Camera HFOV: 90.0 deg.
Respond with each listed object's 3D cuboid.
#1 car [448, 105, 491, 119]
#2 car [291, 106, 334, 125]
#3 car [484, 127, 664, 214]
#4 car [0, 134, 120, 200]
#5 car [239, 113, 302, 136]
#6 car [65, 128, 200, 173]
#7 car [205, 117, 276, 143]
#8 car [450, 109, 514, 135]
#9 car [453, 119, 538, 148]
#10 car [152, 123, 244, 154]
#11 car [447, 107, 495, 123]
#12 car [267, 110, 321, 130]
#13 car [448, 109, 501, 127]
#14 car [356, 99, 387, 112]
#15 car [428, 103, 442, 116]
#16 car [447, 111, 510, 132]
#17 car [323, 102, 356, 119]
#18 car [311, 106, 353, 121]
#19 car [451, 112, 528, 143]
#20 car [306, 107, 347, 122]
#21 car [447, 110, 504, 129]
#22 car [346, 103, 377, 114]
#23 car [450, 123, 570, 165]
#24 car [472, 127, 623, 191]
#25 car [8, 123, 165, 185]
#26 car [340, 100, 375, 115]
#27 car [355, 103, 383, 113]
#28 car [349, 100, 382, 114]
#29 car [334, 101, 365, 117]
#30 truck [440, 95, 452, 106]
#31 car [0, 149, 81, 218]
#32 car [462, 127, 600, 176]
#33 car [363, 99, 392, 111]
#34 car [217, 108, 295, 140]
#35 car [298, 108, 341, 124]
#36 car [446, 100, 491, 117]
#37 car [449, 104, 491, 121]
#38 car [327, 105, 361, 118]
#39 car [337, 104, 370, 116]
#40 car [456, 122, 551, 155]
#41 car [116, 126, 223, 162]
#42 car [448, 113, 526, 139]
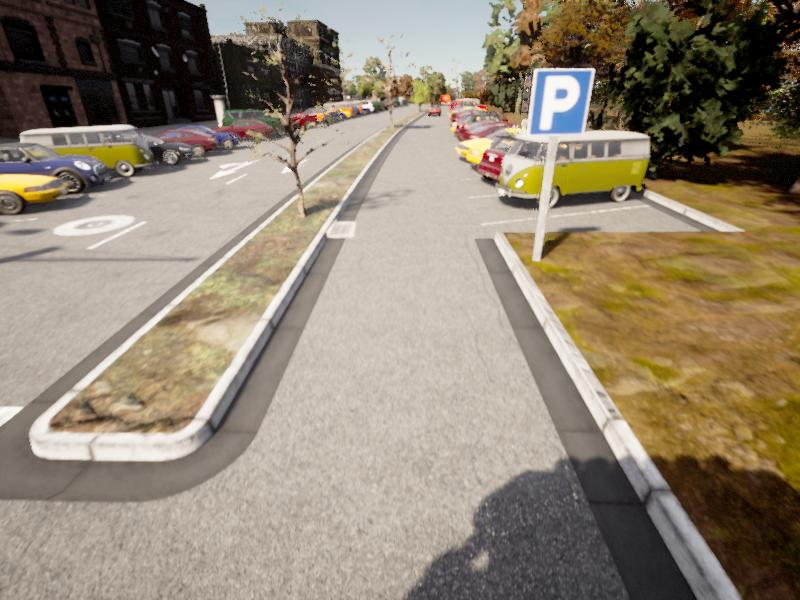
[{"bbox_3d":[8.872,-24.154,51.439,4.892,1.521,2.231,-6,28,-11],"label":"car"},{"bbox_3d":[-10.163,-21.317,46.237,4.553,1.767,2.185,-8,28,-12],"label":"car"},{"bbox_3d":[5.068,-3.976,11.995,4.442,1.987,1.878,-8,29,-15],"label":"car"},{"bbox_3d":[-13.091,-4.715,14.137,4.553,1.767,2.185,-10,28,-15],"label":"car"},{"bbox_3d":[-11.436,-15.681,35.622,5.008,1.535,2.097,-8,28,-13],"label":"car"},{"bbox_3d":[-12.765,-7.376,19.563,4.892,1.521,2.231,-9,28,-14],"label":"car"},{"bbox_3d":[-11.940,-12.877,30.287,4.674,1.452,2.002,-9,28,-13],"label":"car"},{"bbox_3d":[6.698,-14.774,33.072,4.553,1.767,2.185,-7,28,-13],"label":"car"},{"bbox_3d":[5.973,-10.552,25.281,4.674,1.452,2.002,-7,28,-14],"label":"car"},{"bbox_3d":[-12.388,-10.111,24.939,4.674,1.452,2.002,-9,28,-14],"label":"car"},{"bbox_3d":[8.158,-21.443,46.210,5.008,1.535,2.097,-6,28,-12],"label":"car"},{"bbox_3d":[-10.838,-18.442,40.958,5.008,1.535,2.097,-8,28,-12],"label":"car"},{"bbox_3d":[7.547,-18.710,41.004,4.792,1.488,2.163,-7,28,-12],"label":"car"},{"bbox_3d":[-5.489,-37.920,77.994,5.566,2.045,2.435,-7,27,-10],"label":"car"},{"bbox_3d":[5.303,-28.678,60.230,1.851,1.617,3.988,3,28,7],"label":"car"},{"bbox_3d":[6.925,-16.019,35.746,5.008,1.535,2.097,-7,28,-13],"label":"car"},{"bbox_3d":[-8.593,-26.930,56.850,4.442,1.987,1.878,-7,27,-10],"label":"car"},{"bbox_3d":[-9.267,-25.315,54.235,5.366,1.575,1.946,-7,28,-11],"label":"car"},{"bbox_3d":[6.158,-12.055,27.821,4.553,1.767,2.185,-7,28,-14],"label":"car"},{"bbox_3d":[-9.475,-23.963,51.622,5.008,1.535,2.097,-8,27,-11],"label":"car"},{"bbox_3d":[7.185,-17.342,38.365,4.792,1.488,2.163,-7,28,-12],"label":"car"},{"bbox_3d":[-6.712,-33.577,70.167,5.008,1.535,2.097,-7,27,-10],"label":"car"},{"bbox_3d":[5.431,-7.846,19.960,5.366,1.575,1.946,-8,29,-15],"label":"car"},{"bbox_3d":[5.270,-5.259,14.694,4.553,1.767,2.185,-8,28,-15],"label":"car"},{"bbox_3d":[-12.813,-6.213,16.811,4.442,1.987,1.878,-10,28,-15],"label":"car"},{"bbox_3d":[-7.142,-32.424,67.398,5.566,2.045,2.435,-7,28,-10],"label":"car"},{"bbox_3d":[-5.879,-36.298,75.475,4.792,1.488,2.163,-7,27,-10],"label":"car"},{"bbox_3d":[-6.342,-35.165,72.685,5.566,2.045,2.435,-7,28,-10],"label":"car"},{"bbox_3d":[-7.802,-29.679,62.153,4.442,1.987,1.878,-7,27,-10],"label":"car"},{"bbox_3d":[11.988,-52.061,104.276,2.627,2.467,5.204,4,28,9],"label":"truck"},{"bbox_3d":[-13.002,-3.257,11.568,5.366,1.575,1.946,-10,28,-15],"label":"car"},{"bbox_3d":[5.623,-6.539,17.433,5.366,1.575,1.946,-8,28,-15],"label":"car"},{"bbox_3d":[-4.685,-40.663,83.285,5.566,2.045,2.435,-7,27,-10],"label":"car"},{"bbox_3d":[-11.677,-14.527,32.843,5.566,2.045,2.435,-9,28,-13],"label":"car"},{"bbox_3d":[-9.819,-22.583,48.960,4.892,1.521,2.231,-8,28,-11],"label":"car"},{"bbox_3d":[9.661,-27.096,56.562,5.566,2.045,2.435,-6,28,-11],"label":"car"},{"bbox_3d":[8.485,-22.907,48.760,4.553,1.767,2.185,-6,28,-11],"label":"car"},{"bbox_3d":[-8.334,-28.057,59.586,4.792,1.488,2.163,-7,28,-10],"label":"car"},{"bbox_3d":[-7.512,-30.835,64.878,5.008,1.535,2.097,-7,27,-10],"label":"car"},{"bbox_3d":[5.781,-9.194,22.657,4.674,1.452,2.002,-8,28,-14],"label":"car"},{"bbox_3d":[-12.575,-8.725,22.257,4.674,1.452,2.002,-9,28,-14],"label":"car"},{"bbox_3d":[6.597,-13.330,30.551,5.366,1.575,1.946,-7,28,-13],"label":"car"}]
